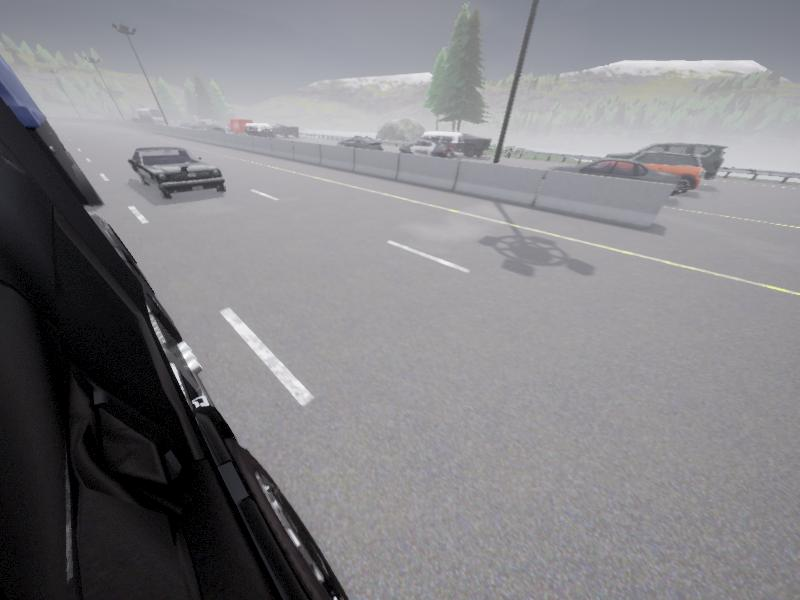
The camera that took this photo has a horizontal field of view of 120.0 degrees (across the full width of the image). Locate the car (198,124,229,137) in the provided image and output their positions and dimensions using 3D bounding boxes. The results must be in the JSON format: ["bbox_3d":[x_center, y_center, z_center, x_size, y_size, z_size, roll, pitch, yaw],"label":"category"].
[{"bbox_3d":[-30.192,-27.361,37.379,4.902,1.511,2.128,28,43,30],"label":"car"}]

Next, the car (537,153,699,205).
[{"bbox_3d":[10.031,-6.060,11.232,5.357,1.411,2.033,28,43,30],"label":"car"}]

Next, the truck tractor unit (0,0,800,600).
[{"bbox_3d":[-2.645,-0.295,0.351,6.516,4.208,3.053,28,44,30],"label":"truck tractor unit"}]

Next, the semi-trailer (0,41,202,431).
[{"bbox_3d":[-8.707,-3.581,4.245,14.254,4.402,2.717,28,44,30],"label":"semi-trailer"}]

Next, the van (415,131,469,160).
[{"bbox_3d":[3.933,-14.995,22.339,4.480,2.038,2.069,28,43,30],"label":"van"}]

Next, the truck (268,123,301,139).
[{"bbox_3d":[-21.100,-30.972,42.283,6.274,2.098,2.390,28,43,30],"label":"truck"}]

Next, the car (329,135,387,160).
[{"bbox_3d":[-3.679,-13.353,20.120,4.902,1.511,2.128,28,43,30],"label":"car"}]

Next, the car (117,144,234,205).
[{"bbox_3d":[-8.442,-4.884,8.634,4.718,1.301,1.895,28,43,30],"label":"car"}]

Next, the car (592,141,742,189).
[{"bbox_3d":[15.996,-8.612,14.460,5.566,2.045,2.150,28,44,31],"label":"car"}]

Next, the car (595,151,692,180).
[{"bbox_3d":[17.790,-10.091,17.195,4.718,1.301,1.895,28,43,30],"label":"car"}]

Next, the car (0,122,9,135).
[{"bbox_3d":[-46.196,-19.631,25.715,3.866,1.878,1.905,28,43,30],"label":"car"}]

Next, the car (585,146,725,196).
[{"bbox_3d":[13.367,-7.184,12.606,4.553,1.767,2.097,28,44,30],"label":"car"}]

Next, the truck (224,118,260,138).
[{"bbox_3d":[-26.121,-28.329,38.119,5.204,2.467,2.627,28,43,30],"label":"truck"}]

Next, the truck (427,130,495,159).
[{"bbox_3d":[6.232,-16.526,24.486,6.274,2.098,2.390,28,43,30],"label":"truck"}]

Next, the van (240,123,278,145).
[{"bbox_3d":[-17.772,-21.019,29.147,4.480,2.038,2.069,28,43,30],"label":"van"}]

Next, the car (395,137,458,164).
[{"bbox_3d":[2.153,-13.005,19.980,4.974,1.542,2.038,27,43,30],"label":"car"}]
